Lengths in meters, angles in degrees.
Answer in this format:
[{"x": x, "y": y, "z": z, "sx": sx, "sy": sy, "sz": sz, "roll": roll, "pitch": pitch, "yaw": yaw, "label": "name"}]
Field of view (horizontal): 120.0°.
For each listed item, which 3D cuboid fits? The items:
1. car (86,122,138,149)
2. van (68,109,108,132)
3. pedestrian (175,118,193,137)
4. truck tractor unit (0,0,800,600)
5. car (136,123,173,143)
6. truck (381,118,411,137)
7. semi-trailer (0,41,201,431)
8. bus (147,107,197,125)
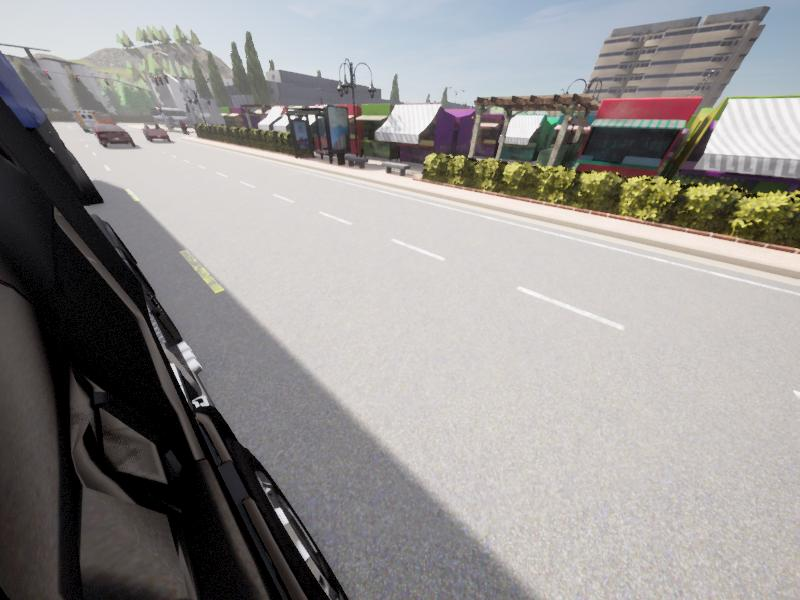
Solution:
[{"x": -24.005, "y": -13.758, "z": 19.231, "sx": 5.008, "sy": 1.535, "sz": 1.882, "roll": 29, "pitch": 44, "yaw": 30, "label": "car"}, {"x": -45.361, "y": -26.046, "z": 33.563, "sx": 6.366, "sy": 2.431, "sz": 2.351, "roll": 29, "pitch": 44, "yaw": 30, "label": "van"}, {"x": -27.488, "y": -21.955, "z": 29.401, "sx": 0.751, "sy": 1.860, "sz": 0.751, "roll": 9, "pitch": 37, "yaw": 9, "label": "pedestrian"}, {"x": -2.645, "y": -0.295, "z": 0.351, "sx": 6.516, "sy": 4.208, "sz": 3.053, "roll": 28, "pitch": 44, "yaw": 30, "label": "truck tractor unit"}, {"x": -25.605, "y": -17.483, "z": 24.115, "sx": 3.633, "sy": 1.501, "sz": 1.845, "roll": 31, "pitch": 45, "yaw": 33, "label": "car"}, {"x": -1.093, "y": -46.399, "z": 62.383, "sx": 2.891, "sy": 3.827, "sz": 8.468, "roll": 30, "pitch": 44, "yaw": 31, "label": "truck"}, {"x": -8.683, "y": -3.617, "z": 4.240, "sx": 14.254, "sy": 4.402, "sz": 2.717, "roll": 28, "pitch": 44, "yaw": 30, "label": "semi-trailer"}, {"x": -73.575, "y": -59.563, "z": 75.042, "sx": 3.944, "sy": 4.253, "sz": 10.273, "roll": 10, "pitch": 37, "yaw": 10, "label": "bus"}]
